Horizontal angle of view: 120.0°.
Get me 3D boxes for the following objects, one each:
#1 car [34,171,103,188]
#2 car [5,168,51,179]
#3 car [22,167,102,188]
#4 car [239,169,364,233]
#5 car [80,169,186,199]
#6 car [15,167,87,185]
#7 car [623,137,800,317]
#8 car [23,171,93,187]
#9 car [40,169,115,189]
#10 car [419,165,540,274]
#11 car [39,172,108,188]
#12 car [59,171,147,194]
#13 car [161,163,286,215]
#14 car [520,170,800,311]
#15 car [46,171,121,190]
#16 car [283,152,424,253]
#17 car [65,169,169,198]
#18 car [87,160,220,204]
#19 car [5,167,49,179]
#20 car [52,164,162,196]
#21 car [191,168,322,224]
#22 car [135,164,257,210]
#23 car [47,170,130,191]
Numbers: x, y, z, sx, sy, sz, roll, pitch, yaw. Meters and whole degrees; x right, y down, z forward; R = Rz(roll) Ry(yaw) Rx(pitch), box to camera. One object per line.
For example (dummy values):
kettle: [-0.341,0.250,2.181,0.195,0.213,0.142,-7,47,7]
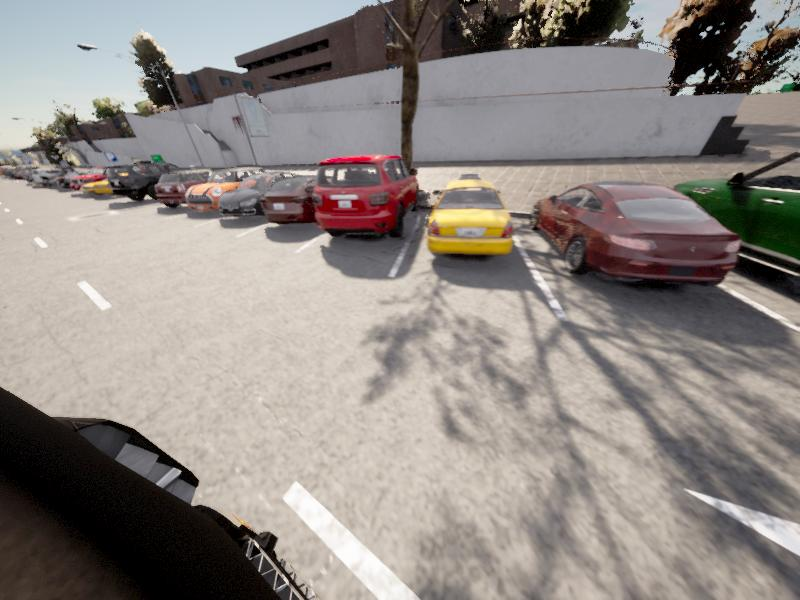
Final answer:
car: [-44.250,-16.267,31.081,2.163,1.488,4.792,4,33,11]
car: [-80.111,-27.350,49.914,2.185,1.767,4.553,5,34,11]
car: [-46.819,-17.268,32.295,2.435,2.045,5.566,4,33,11]
car: [-3.303,-4.125,9.130,2.163,1.488,4.792,4,33,11]
car: [-21.186,-9.582,18.819,1.946,1.575,5.366,4,33,11]
car: [-54.506,-19.560,36.334,2.435,2.045,5.566,5,34,10]
car: [6.924,-1.261,3.499,2.435,2.045,5.566,4,33,11]
car: [-49.410,-17.717,33.621,1.946,1.575,5.366,5,34,10]
car: [-39.126,-14.875,28.254,2.185,1.767,4.553,4,33,11]
car: [1.848,-2.692,6.508,1.946,1.575,5.366,4,33,11]
car: [-41.682,-15.476,29.693,2.002,1.452,4.674,5,33,11]
car: [-28.894,-11.702,22.783,2.163,1.488,4.792,4,33,11]
car: [-8.418,-5.793,11.777,2.185,1.767,4.553,5,33,11]
car: [4.369,-1.778,5.006,2.002,1.452,4.674,4,33,11]
car: [-36.567,-13.965,26.946,2.002,1.452,4.674,4,33,11]
car: [-0.753,-3.588,7.611,2.435,2.045,5.566,4,33,11]
car: [-23.810,-10.139,19.885,1.946,1.575,5.366,4,33,11]
car: [-16.113,-8.190,15.813,2.435,2.045,5.566,4,33,11]
car: [-82.632,-28.300,51.323,1.878,1.987,4.442,5,34,11]
car: [-26.345,-11.185,21.256,2.435,2.045,5.566,4,33,11]
car: [-5.859,-4.904,10.459,2.231,1.521,4.892,5,34,11]
car: [-10.998,-6.525,13.093,2.185,1.767,4.553,4,33,11]
car: [-34.015,-13.241,25.541,2.097,1.535,5.008,4,33,11]
